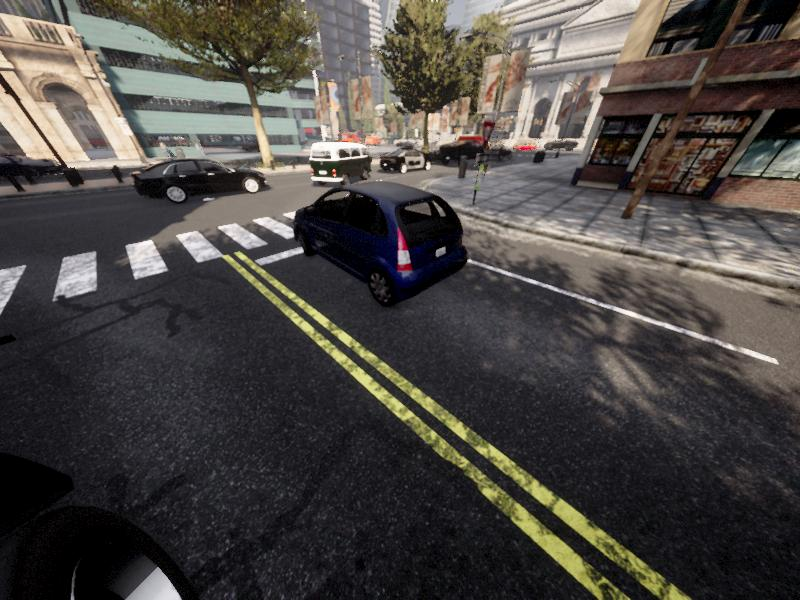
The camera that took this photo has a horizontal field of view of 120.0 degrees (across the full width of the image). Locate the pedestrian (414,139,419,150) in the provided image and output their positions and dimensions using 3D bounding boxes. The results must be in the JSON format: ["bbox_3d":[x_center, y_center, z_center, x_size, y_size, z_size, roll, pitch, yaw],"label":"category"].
[{"bbox_3d":[3.514,-32.987,48.999,0.751,1.860,0.751,-26,43,-32],"label":"pedestrian"}]

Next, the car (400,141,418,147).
[{"bbox_3d":[2.589,-46.038,68.274,5.357,1.411,2.033,29,44,34],"label":"car"}]

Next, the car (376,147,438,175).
[{"bbox_3d":[0.685,-11.329,18.641,1.930,1.638,5.238,29,44,34],"label":"car"}]

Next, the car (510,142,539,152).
[{"bbox_3d":[25.936,-32.008,48.234,4.611,1.667,2.242,2,35,3],"label":"car"}]

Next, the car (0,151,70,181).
[{"bbox_3d":[-25.054,-8.184,14.196,2.033,1.411,5.357,29,44,34],"label":"car"}]

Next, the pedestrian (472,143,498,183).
[{"bbox_3d":[4.789,-7.784,13.125,0.751,1.860,0.751,-24,42,-30],"label":"pedestrian"}]

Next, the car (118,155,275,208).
[{"bbox_3d":[-8.760,-5.539,10.458,1.837,1.490,4.892,29,44,34],"label":"car"}]

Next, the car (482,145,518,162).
[{"bbox_3d":[12.617,-18.516,29.071,2.128,1.511,4.902,29,44,34],"label":"car"}]

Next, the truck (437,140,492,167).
[{"bbox_3d":[6.699,-15.165,23.748,2.390,2.098,6.274,29,44,34],"label":"truck"}]

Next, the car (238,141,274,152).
[{"bbox_3d":[-25.756,-27.558,41.467,2.128,1.511,4.902,28,44,34],"label":"car"}]

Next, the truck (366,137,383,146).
[{"bbox_3d":[-8.414,-52.344,76.248,5.204,2.467,2.627,26,43,32],"label":"truck"}]

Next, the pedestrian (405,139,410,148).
[{"bbox_3d":[1.899,-39.047,57.615,0.751,1.860,0.751,22,41,28],"label":"pedestrian"}]

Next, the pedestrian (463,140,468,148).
[{"bbox_3d":[18.693,-44.708,66.058,0.751,1.860,0.751,28,44,34],"label":"pedestrian"}]

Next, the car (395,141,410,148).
[{"bbox_3d":[0.641,-44.330,65.844,4.181,1.385,1.994,29,44,34],"label":"car"}]

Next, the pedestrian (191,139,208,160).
[{"bbox_3d":[-21.932,-16.444,25.266,0.751,1.860,0.751,-22,41,-28],"label":"pedestrian"}]

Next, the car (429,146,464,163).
[{"bbox_3d":[5.446,-17.083,27.009,1.970,1.475,3.806,29,44,34],"label":"car"}]

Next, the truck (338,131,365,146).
[{"bbox_3d":[-16.129,-53.375,76.480,8.468,3.827,2.891,18,39,24],"label":"truck"}]

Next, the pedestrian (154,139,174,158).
[{"bbox_3d":[-27.580,-17.678,26.983,0.751,1.860,0.751,16,38,22],"label":"pedestrian"}]

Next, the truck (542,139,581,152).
[{"bbox_3d":[35.232,-33.953,50.693,6.274,2.098,2.390,29,44,34],"label":"truck"}]

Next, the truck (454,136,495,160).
[{"bbox_3d":[9.913,-20.201,30.617,2.627,2.467,5.204,29,44,34],"label":"truck"}]

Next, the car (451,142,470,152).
[{"bbox_3d":[12.079,-30.531,46.134,3.705,1.549,1.789,-28,43,-34],"label":"car"}]

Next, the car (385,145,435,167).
[{"bbox_3d":[1.120,-14.527,23.197,1.930,1.638,5.238,29,44,34],"label":"car"}]

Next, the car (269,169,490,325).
[{"bbox_3d":[-0.681,-1.487,4.648,1.851,1.617,3.988,-29,44,-35],"label":"car"}]

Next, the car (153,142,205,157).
[{"bbox_3d":[-30.693,-21.066,32.258,2.161,1.482,4.786,28,44,34],"label":"car"}]

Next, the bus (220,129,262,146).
[{"bbox_3d":[-50.997,-52.395,74.466,10.273,4.253,3.944,-20,40,-26],"label":"bus"}]

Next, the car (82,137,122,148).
[{"bbox_3d":[-72.970,-38.642,56.662,2.150,2.045,5.566,28,44,34],"label":"car"}]

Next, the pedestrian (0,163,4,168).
[{"bbox_3d":[-31.534,-10.770,17.781,0.500,1.100,0.500,14,37,18],"label":"pedestrian"}]

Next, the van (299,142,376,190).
[{"bbox_3d":[-3.318,-8.037,13.578,2.069,2.038,4.480,11,37,15],"label":"van"}]
